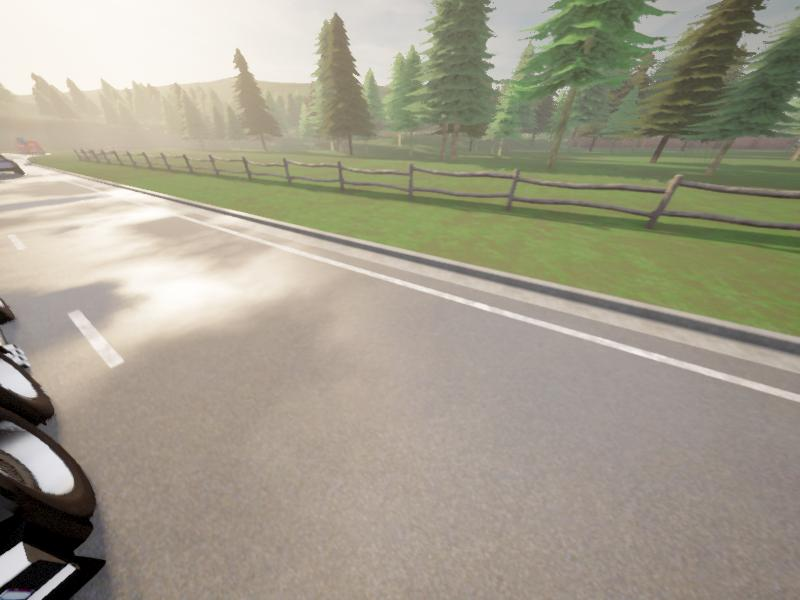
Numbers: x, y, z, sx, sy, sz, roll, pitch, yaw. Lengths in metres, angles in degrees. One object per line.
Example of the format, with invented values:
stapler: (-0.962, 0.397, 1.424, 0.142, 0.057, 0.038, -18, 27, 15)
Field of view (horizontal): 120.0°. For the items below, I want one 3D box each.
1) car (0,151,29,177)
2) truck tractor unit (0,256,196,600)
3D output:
car: (-33.550, -11.312, 19.109, 4.856, 1.649, 2.033, 19, 39, 25)
truck tractor unit: (-5.102, -0.310, 0.799, 6.516, 4.208, 3.053, 19, 39, 25)
